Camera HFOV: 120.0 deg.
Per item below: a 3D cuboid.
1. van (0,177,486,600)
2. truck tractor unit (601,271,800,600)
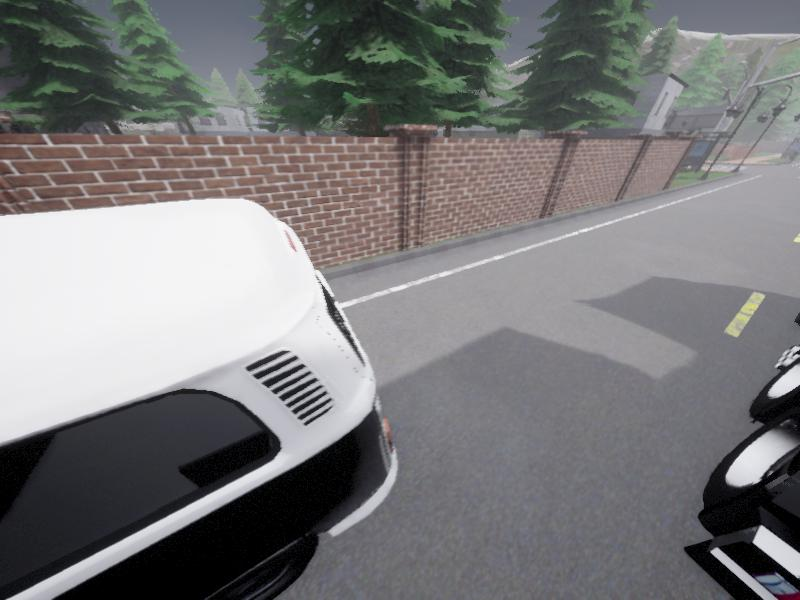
[{"bbox_3d":[-2.286,0.894,0.918,4.480,2.038,2.069,-17,38,-24],"label":"van"},{"bbox_3d":[5.119,-0.292,0.767,6.516,4.208,3.053,-18,39,-24],"label":"truck tractor unit"}]
